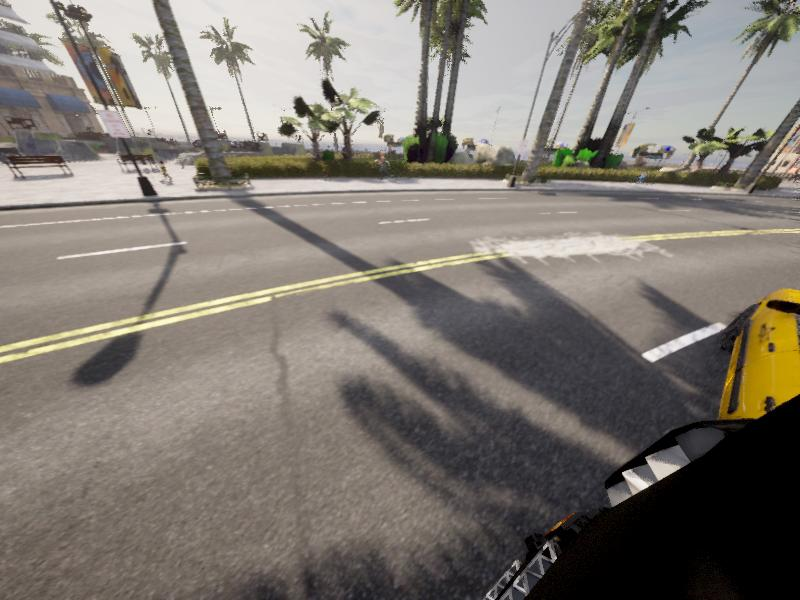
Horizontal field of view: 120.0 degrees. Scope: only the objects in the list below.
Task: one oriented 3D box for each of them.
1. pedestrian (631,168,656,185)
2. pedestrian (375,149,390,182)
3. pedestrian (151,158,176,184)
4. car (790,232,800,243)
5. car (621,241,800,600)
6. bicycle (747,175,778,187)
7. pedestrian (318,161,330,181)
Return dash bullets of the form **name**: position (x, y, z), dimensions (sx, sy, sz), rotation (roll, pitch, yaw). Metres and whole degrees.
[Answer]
- **pedestrian**: position (21.978, -11.178, 20.888), dimensions (0.751, 1.300, 0.751), rotation (0, 34, -5)
- **pedestrian**: position (-1.164, -9.099, 15.639), dimensions (0.751, 1.860, 0.751), rotation (-12, 36, -21)
- **pedestrian**: position (-11.938, -6.522, 11.687), dimensions (0.500, 1.100, 0.500), rotation (-22, 41, -32)
- **car**: position (15.721, -2.192, 7.116), dimensions (4.181, 1.385, 1.994), rotation (-4, 34, -10)
- **car**: position (3.749, 0.861, 1.490), dimensions (5.366, 1.575, 1.801), rotation (-20, 40, -30)
- **bicycle**: position (39.037, -12.850, 24.908), dimensions (1.643, 1.024, 0.373), rotation (10, 34, 11)
- **pedestrian**: position (-4.908, -8.359, 14.952), dimensions (0.500, 1.100, 0.500), rotation (-14, 37, -23)
